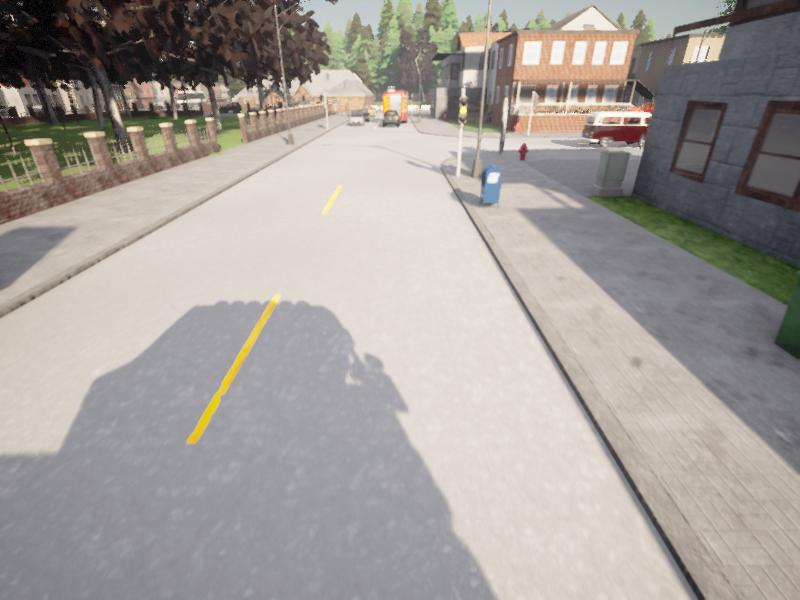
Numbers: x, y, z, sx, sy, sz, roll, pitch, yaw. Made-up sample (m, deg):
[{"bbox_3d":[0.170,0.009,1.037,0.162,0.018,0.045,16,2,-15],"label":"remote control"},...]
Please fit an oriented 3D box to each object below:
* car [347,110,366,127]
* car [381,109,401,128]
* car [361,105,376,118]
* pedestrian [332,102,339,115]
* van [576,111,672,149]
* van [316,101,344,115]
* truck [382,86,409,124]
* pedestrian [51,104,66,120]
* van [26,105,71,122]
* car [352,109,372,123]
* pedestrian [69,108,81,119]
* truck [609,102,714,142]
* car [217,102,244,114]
[{"bbox_3d":[-4.688,-19.808,43.506,1.845,1.501,3.633,-1,27,-2],"label":"car"},{"bbox_3d":[-0.875,-18.963,41.757,1.851,1.617,3.988,1,27,3],"label":"car"},{"bbox_3d":[-4.596,-28.122,59.626,1.801,1.575,5.366,0,27,0],"label":"car"},{"bbox_3d":[-10.105,-29.922,62.575,0.751,1.860,0.751,0,27,0],"label":"pedestrian"},{"bbox_3d":[13.968,-10.765,25.250,4.480,2.038,2.069,-1,27,0],"label":"van"},{"bbox_3d":[-12.005,-33.096,68.906,4.442,1.987,1.775,-1,27,0],"label":"van"},{"bbox_3d":[-0.552,-23.561,48.276,2.891,3.827,8.468,0,27,-1],"label":"truck"},{"bbox_3d":[-45.161,-24.870,52.945,0.751,1.860,0.751,-1,27,-1],"label":"pedestrian"},{"bbox_3d":[-49.990,-26.673,57.049,2.069,2.038,4.480,0,27,0],"label":"van"},{"bbox_3d":[-4.648,-22.815,49.506,2.033,1.411,5.357,-1,27,-1],"label":"car"},{"bbox_3d":[-45.160,-25.917,55.594,0.751,1.300,0.751,0,27,0],"label":"pedestrian"},{"bbox_3d":[18.426,-12.717,28.551,5.204,2.467,2.627,1,27,2],"label":"truck"},{"bbox_3d":[-30.495,-34.639,72.072,3.866,1.878,1.905,0,27,0],"label":"car"}]
